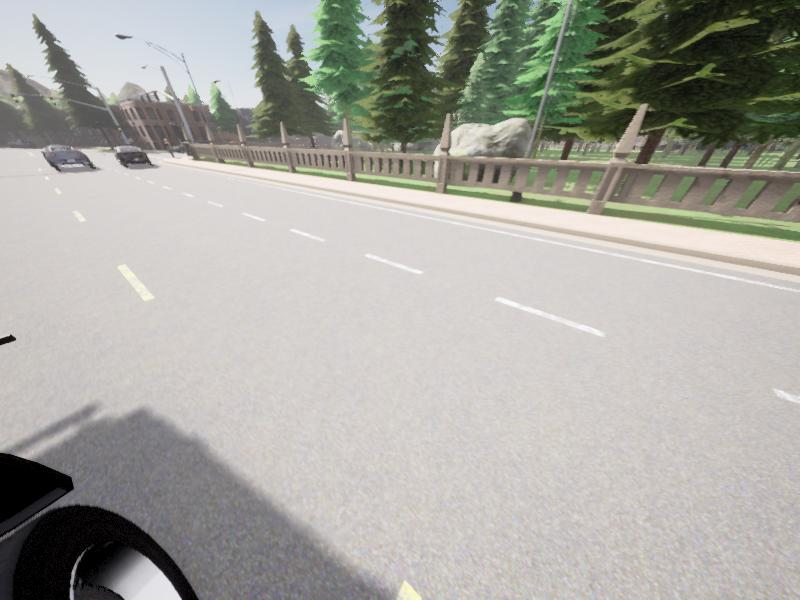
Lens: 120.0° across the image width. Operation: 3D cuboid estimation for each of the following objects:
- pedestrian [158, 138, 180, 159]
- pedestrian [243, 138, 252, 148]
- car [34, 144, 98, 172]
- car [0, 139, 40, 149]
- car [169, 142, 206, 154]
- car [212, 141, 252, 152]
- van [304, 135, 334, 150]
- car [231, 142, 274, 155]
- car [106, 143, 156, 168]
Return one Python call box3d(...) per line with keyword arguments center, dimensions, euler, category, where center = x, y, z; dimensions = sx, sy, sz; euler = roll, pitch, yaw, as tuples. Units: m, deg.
box3d(center=(-25.761, -16.918, 25.791), dimensions=(0.751, 1.860, 0.751), euler=(8, 36, 11), category="pedestrian")
box3d(center=(-32.100, -33.124, 48.723), dimensions=(0.751, 1.860, 0.751), euler=(23, 41, 29), category="pedestrian")
box3d(center=(-27.500, -11.775, 19.001), dimensions=(5.027, 1.651, 2.152), euler=(23, 41, 29), category="car")
box3d(center=(-78.230, -32.094, 47.524), dimensions=(4.611, 1.667, 2.242), euler=(5, 35, 6), category="car")
box3d(center=(-34.139, -24.583, 37.238), dimensions=(1.970, 1.475, 3.806), euler=(23, 41, 28), category="car")
box3d(center=(-30.141, -27.778, 41.707), dimensions=(1.801, 1.575, 5.366), euler=(23, 41, 29), category="car")
box3d(center=(-17.634, -34.631, 50.642), dimensions=(1.988, 2.561, 5.915), euler=(23, 41, 29), category="van")
box3d(center=(-22.640, -23.406, 35.622), dimensions=(2.128, 1.511, 4.902), euler=(23, 41, 29), category="car")
box3d(center=(-24.501, -13.186, 21.006), dimensions=(5.238, 1.638, 1.930), euler=(26, 43, 32), category="car")
